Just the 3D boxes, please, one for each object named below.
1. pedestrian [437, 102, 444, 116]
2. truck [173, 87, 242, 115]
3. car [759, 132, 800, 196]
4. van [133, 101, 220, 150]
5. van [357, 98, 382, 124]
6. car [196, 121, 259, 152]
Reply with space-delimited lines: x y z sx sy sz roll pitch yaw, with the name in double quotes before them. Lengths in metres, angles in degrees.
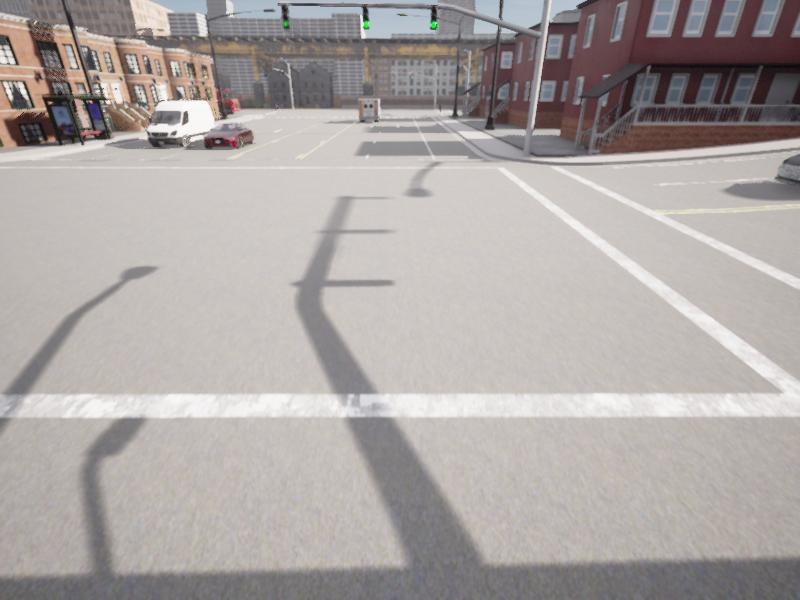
"pedestrian" 6.055 -28.653 59.890 0.751 1.860 0.751 0 27 -1
"truck" -29.316 -30.536 61.374 8.468 3.827 2.891 0 27 0
"car" 14.592 -4.336 12.261 4.856 1.649 2.033 -4 27 2
"van" -13.994 -11.334 25.686 1.988 2.561 5.915 0 27 0
"van" -3.468 -22.136 46.708 2.351 2.431 6.366 0 27 0
"car" -10.463 -10.129 24.636 1.994 1.385 4.181 0 27 0
